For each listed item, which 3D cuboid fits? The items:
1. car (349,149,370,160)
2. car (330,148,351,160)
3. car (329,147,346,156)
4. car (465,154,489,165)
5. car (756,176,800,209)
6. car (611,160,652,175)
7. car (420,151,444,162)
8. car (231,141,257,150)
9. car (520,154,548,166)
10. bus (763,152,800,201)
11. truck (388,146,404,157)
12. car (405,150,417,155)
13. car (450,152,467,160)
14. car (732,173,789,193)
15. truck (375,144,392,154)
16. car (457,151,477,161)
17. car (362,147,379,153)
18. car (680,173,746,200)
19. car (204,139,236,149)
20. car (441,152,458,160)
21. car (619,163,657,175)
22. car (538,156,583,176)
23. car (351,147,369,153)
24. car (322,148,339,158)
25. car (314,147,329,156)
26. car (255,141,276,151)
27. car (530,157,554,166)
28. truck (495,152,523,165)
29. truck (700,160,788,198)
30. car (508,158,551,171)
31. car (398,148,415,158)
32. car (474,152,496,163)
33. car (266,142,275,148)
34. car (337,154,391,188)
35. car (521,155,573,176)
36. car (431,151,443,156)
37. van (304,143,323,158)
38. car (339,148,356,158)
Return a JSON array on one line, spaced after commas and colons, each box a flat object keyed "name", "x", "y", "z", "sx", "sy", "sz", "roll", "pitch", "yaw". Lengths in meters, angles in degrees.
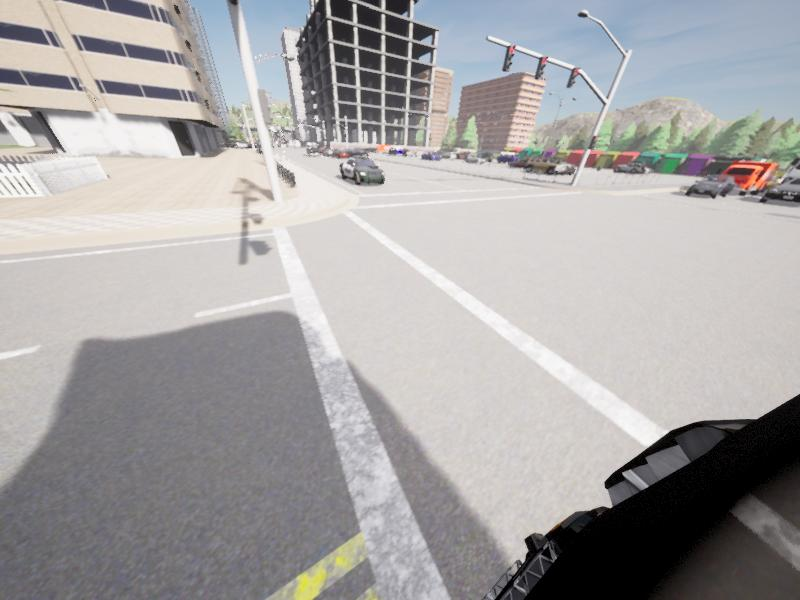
[{"name": "car", "x": -7.219, "y": -25.895, "z": 41.055, "sx": 1.882, "sy": 1.535, "sz": 5.008, "roll": -15, "pitch": 38, "yaw": -25}, {"name": "car", "x": -10.196, "y": -24.958, "z": 39.456, "sx": 2.163, "sy": 1.488, "sz": 4.792, "roll": -15, "pitch": 38, "yaw": -25}, {"name": "car", "x": -13.832, "y": -32.732, "z": 50.969, "sx": 2.033, "sy": 1.411, "sz": 5.357, "roll": -15, "pitch": 38, "yaw": -25}, {"name": "car", "x": 14.230, "y": -26.206, "z": 43.083, "sx": 1.970, "sy": 1.475, "sz": 3.806, "roll": -15, "pitch": 37, "yaw": -25}, {"name": "car", "x": 28.013, "y": -7.625, "z": 16.239, "sx": 5.027, "sy": 1.651, "sz": 2.152, "roll": -15, "pitch": 38, "yaw": -25}, {"name": "car", "x": 37.414, "y": -21.568, "z": 37.507, "sx": 1.905, "sy": 1.878, "sz": 3.866, "roll": -15, "pitch": 37, "yaw": -25}, {"name": "car", "x": 6.221, "y": -28.196, "z": 45.315, "sx": 2.242, "sy": 1.667, "sz": 4.611, "roll": -15, "pitch": 37, "yaw": -25}, {"name": "car", "x": -37.694, "y": -37.513, "z": 55.995, "sx": 4.974, "sy": 1.542, "sz": 2.038, "roll": -16, "pitch": 38, "yaw": -26}, {"name": "car", "x": 29.021, "y": -30.376, "z": 50.115, "sx": 1.932, "sy": 1.855, "sz": 4.605, "roll": -15, "pitch": 37, "yaw": -25}, {"name": "bus", "x": 36.876, "y": -10.830, "z": 19.397, "sx": 10.273, "sy": 4.253, "sz": 3.944, "roll": -14, "pitch": 37, "yaw": -24}, {"name": "truck", "x": -0.974, "y": -35.977, "z": 55.997, "sx": 2.069, "sy": 2.038, "sz": 4.478, "roll": -15, "pitch": 37, "yaw": -25}, {"name": "car", "x": 3.833, "y": -51.025, "z": 79.866, "sx": 3.806, "sy": 1.475, "sz": 1.970, "roll": -15, "pitch": 38, "yaw": -25}, {"name": "car", "x": 14.612, "y": -35.837, "z": 57.581, "sx": 1.784, "sy": 1.438, "sz": 3.905, "roll": -15, "pitch": 37, "yaw": -25}, {"name": "car", "x": 36.441, "y": -11.874, "z": 23.357, "sx": 5.366, "sy": 1.575, "sz": 1.801, "roll": -14, "pitch": 37, "yaw": -24}, {"name": "truck", "x": -5.634, "y": -51.126, "z": 78.284, "sx": 5.204, "sy": 2.467, "sz": 2.627, "roll": -15, "pitch": 38, "yaw": -25}, {"name": "car", "x": 16.952, "y": -36.660, "z": 58.629, "sx": 1.932, "sy": 1.855, "sz": 4.605, "roll": -15, "pitch": 37, "yaw": -25}, {"name": "car", "x": -9.370, "y": -47.618, "z": 73.334, "sx": 4.892, "sy": 1.490, "sz": 1.837, "roll": -15, "pitch": 38, "yaw": -25}, {"name": "car", "x": 23.811, "y": -8.690, "z": 17.593, "sx": 3.633, "sy": 1.501, "sz": 1.845, "roll": -14, "pitch": 37, "yaw": -24}, {"name": "car", "x": -40.007, "y": -34.672, "z": 51.480, "sx": 5.238, "sy": 1.638, "sz": 1.930, "roll": -16, "pitch": 38, "yaw": -26}, {"name": "car", "x": 12.071, "y": -35.139, "z": 56.383, "sx": 1.970, "sy": 1.475, "sz": 3.806, "roll": -15, "pitch": 37, "yaw": -25}, {"name": "car", "x": 39.949, "y": -22.036, "z": 38.848, "sx": 1.970, "sy": 1.475, "sz": 3.806, "roll": -15, "pitch": 37, "yaw": -25}, {"name": "car", "x": 20.217, "y": -16.993, "z": 29.235, "sx": 1.905, "sy": 1.878, "sz": 3.866, "roll": -15, "pitch": 37, "yaw": -25}, {"name": "car", "x": -13.036, "y": -48.730, "z": 74.965, "sx": 5.357, "sy": 1.411, "sz": 2.033, "roll": -15, "pitch": 38, "yaw": -25}, {"name": "car", "x": -13.264, "y": -28.080, "z": 44.087, "sx": 1.895, "sy": 1.301, "sz": 4.718, "roll": -15, "pitch": 38, "yaw": -25}, {"name": "car", "x": -16.619, "y": -31.639, "z": 49.052, "sx": 1.812, "sy": 1.442, "sz": 4.674, "roll": -15, "pitch": 38, "yaw": -25}, {"name": "car", "x": -32.211, "y": -36.931, "z": 55.302, "sx": 3.866, "sy": 1.878, "sz": 1.905, "roll": -16, "pitch": 38, "yaw": -26}, {"name": "car", "x": 31.583, "y": -30.841, "z": 51.402, "sx": 1.784, "sy": 1.438, "sz": 3.905, "roll": -15, "pitch": 37, "yaw": -25}, {"name": "truck", "x": 21.844, "y": -28.518, "z": 46.568, "sx": 2.069, "sy": 2.038, "sz": 4.478, "roll": -15, "pitch": 37, "yaw": -25}, {"name": "truck", "x": 29.843, "y": -10.607, "z": 20.114, "sx": 5.204, "sy": 2.467, "sz": 2.627, "roll": -14, "pitch": 37, "yaw": -24}, {"name": "car", "x": 19.511, "y": -20.669, "z": 35.144, "sx": 2.033, "sy": 1.415, "sz": 5.357, "roll": -15, "pitch": 37, "yaw": -25}, {"name": "car", "x": 1.528, "y": -36.606, "z": 57.316, "sx": 1.932, "sy": 1.855, "sz": 4.605, "roll": -15, "pitch": 37, "yaw": -25}, {"name": "car", "x": 18.782, "y": -31.643, "z": 51.213, "sx": 1.905, "sy": 1.878, "sz": 3.866, "roll": -15, "pitch": 37, "yaw": -25}, {"name": "car", "x": -42.081, "y": -50.268, "z": 74.930, "sx": 2.033, "sy": 1.649, "sz": 4.856, "roll": -15, "pitch": 38, "yaw": -25}, {"name": "car", "x": -2.625, "y": -9.029, "z": 15.993, "sx": 2.038, "sy": 1.542, "sz": 4.974, "roll": -14, "pitch": 37, "yaw": -24}, {"name": "car", "x": 17.653, "y": -16.351, "z": 28.057, "sx": 1.932, "sy": 1.855, "sz": 4.605, "roll": -15, "pitch": 37, "yaw": -25}, {"name": "car", "x": 14.225, "y": -56.076, "z": 88.229, "sx": 4.193, "sy": 1.474, "sz": 1.816, "roll": -15, "pitch": 38, "yaw": -25}, {"name": "van", "x": -15.529, "y": -26.752, "z": 41.229, "sx": 2.069, "sy": 2.038, "sz": 4.480, "roll": -15, "pitch": 38, "yaw": -25}, {"name": "car", "x": -10.341, "y": -29.106, "z": 45.733, "sx": 1.812, "sy": 1.442, "sz": 4.674, "roll": -15, "pitch": 38, "yaw": -25}]
